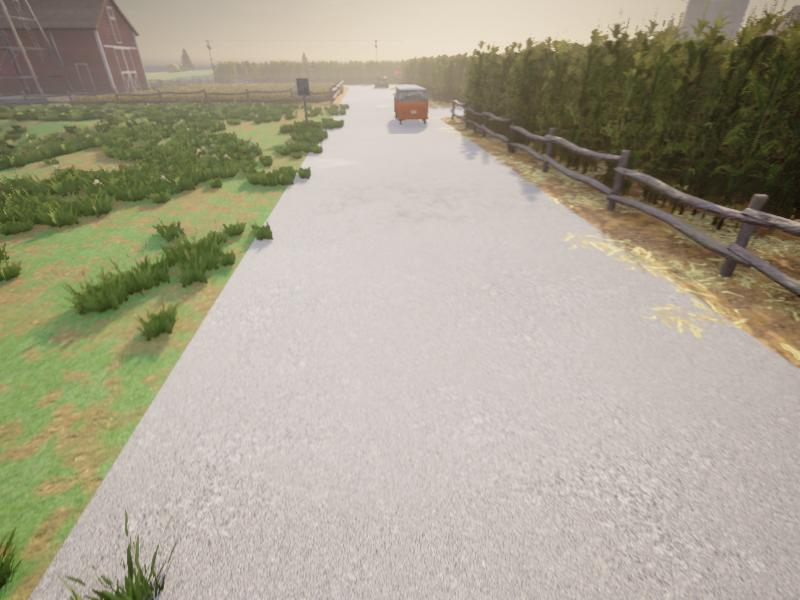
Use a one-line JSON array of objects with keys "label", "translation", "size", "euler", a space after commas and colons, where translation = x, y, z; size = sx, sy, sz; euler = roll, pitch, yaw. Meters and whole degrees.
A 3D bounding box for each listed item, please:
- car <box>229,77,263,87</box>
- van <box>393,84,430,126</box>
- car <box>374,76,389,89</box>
[{"label": "car", "translation": [-26.784, -37.995, 69.684], "size": [4.974, 1.542, 2.038], "euler": [-2, 30, -4]}, {"label": "van", "translation": [0.623, -12.226, 24.929], "size": [1.775, 1.987, 4.442], "euler": [-3, 31, -4]}, {"label": "car", "translation": [-2.992, -35.208, 64.696], "size": [2.242, 1.667, 4.611], "euler": [-3, 30, -4]}]
